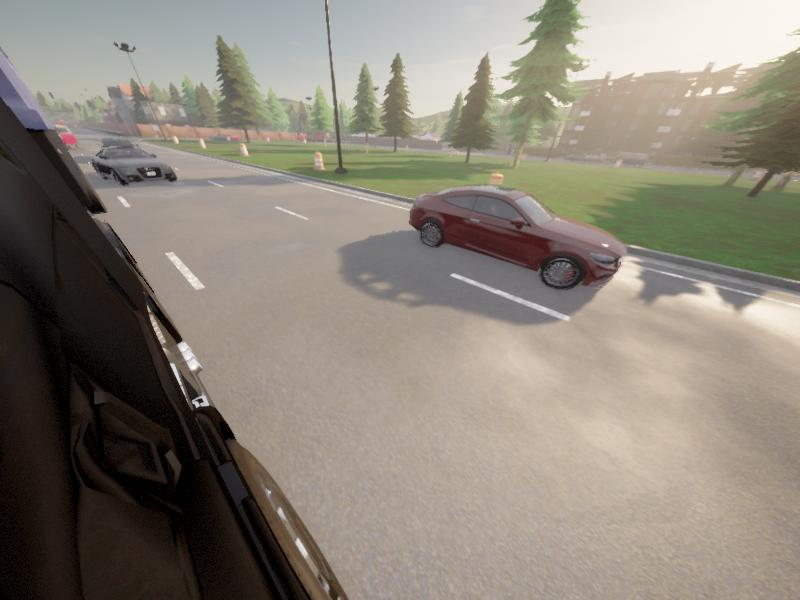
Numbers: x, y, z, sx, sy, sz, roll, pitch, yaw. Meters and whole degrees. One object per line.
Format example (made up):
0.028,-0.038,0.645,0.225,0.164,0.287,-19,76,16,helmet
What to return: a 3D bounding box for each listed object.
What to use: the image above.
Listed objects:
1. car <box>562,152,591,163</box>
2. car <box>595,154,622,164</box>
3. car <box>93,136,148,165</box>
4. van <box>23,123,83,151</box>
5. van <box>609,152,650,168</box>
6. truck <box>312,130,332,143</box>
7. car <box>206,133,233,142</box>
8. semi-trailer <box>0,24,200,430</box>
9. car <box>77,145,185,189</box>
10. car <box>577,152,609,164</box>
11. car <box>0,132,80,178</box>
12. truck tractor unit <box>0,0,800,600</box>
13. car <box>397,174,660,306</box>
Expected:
34.939,-28.297,45.814,3.988,1.617,1.851,27,42,31,car
43.160,-29.257,47.841,3.705,1.549,1.789,27,42,31,car
-20.605,-11.093,17.014,4.892,1.490,1.837,29,42,32,car
-33.473,-15.865,22.494,1.775,1.987,4.442,-23,42,-32,van
38.944,-23.773,39.267,4.442,1.987,1.775,27,42,31,van
-31.609,-66.213,93.501,8.468,3.827,2.891,27,42,31,truck
-45.260,-40.829,58.025,2.007,1.525,4.514,22,39,25,car
-8.709,-3.495,4.359,14.254,4.402,2.717,27,41,31,semi-trailer
-12.748,-6.421,10.980,4.181,1.385,1.994,21,39,24,car
39.060,-28.806,46.798,4.611,1.667,2.242,27,42,31,car
-19.346,-7.777,12.221,5.027,1.651,2.152,27,41,31,car
-2.645,-0.295,0.351,6.516,4.208,3.053,28,44,30,truck tractor unit
2.328,-1.781,5.356,4.674,1.442,1.812,27,42,31,car
